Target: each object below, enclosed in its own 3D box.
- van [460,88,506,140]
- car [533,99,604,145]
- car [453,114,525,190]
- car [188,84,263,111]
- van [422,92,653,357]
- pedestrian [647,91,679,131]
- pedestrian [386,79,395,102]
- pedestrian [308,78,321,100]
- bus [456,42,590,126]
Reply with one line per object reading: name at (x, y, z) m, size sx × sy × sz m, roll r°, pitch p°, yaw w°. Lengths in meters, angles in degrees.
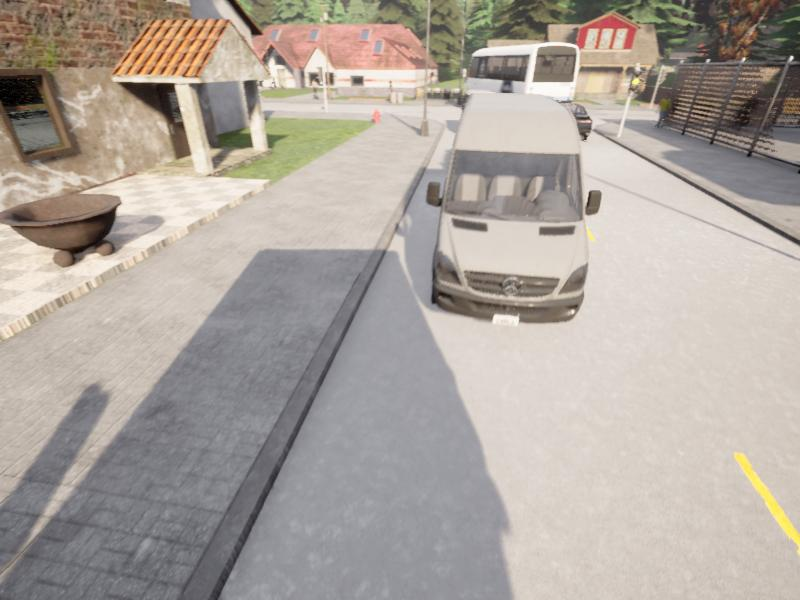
van at (4.096, -9.629, 20.541) m, size 1.775 × 1.987 × 4.442 m, roll 3°, pitch 31°, yaw 5°
car at (8.174, -8.967, 19.942) m, size 2.128 × 1.511 × 4.902 m, roll 5°, pitch 31°, yaw 8°
car at (2.721, -4.818, 12.720) m, size 1.789 × 1.549 × 3.705 m, roll 5°, pitch 31°, yaw 7°
car at (-13.577, -15.918, 31.341) m, size 4.611 × 1.667 × 2.242 m, roll 5°, pitch 31°, yaw 8°
van at (1.775, -1.966, 6.875) m, size 1.988 × 2.561 × 5.915 m, roll 5°, pitch 31°, yaw 8°
pedestrian at (14.022, -10.106, 21.353) m, size 0.751 × 1.860 × 0.751 m, roll 7°, pitch 31°, yaw 11°
pedestrian at (-0.828, -19.170, 36.637) m, size 0.751 × 1.860 × 0.751 m, roll 3°, pitch 30°, yaw 4°
pedestrian at (-8.159, -20.139, 38.187) m, size 0.751 × 1.860 × 0.751 m, roll -21°, pitch 36°, yaw -32°
bus at (7.687, -15.108, 27.715) m, size 3.944 × 4.253 × 10.273 m, roll -7°, pitch 31°, yaw -12°
